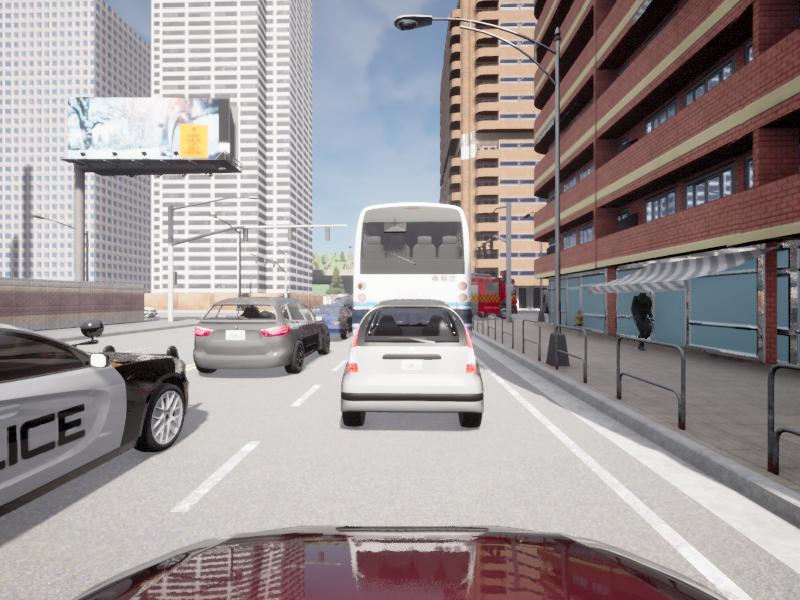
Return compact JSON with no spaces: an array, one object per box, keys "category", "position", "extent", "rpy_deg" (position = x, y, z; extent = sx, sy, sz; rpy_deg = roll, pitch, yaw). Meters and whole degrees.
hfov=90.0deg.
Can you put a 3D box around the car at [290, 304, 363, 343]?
[{"category":"car","position":[-2.979,0.895,17.527],"extent":[2.033,1.411,5.357],"rpy_deg":[0,0,2]}]

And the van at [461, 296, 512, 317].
[{"category":"van","position":[8.010,0.598,37.506],"extent":[4.442,1.987,1.775],"rpy_deg":[0,0,2]}]

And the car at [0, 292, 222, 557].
[{"category":"car","position":[-3.426,0.771,2.773],"extent":[1.930,1.638,5.238],"rpy_deg":[0,0,2]}]

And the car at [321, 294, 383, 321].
[{"category":"car","position":[-3.855,0.568,33.290],"extent":[2.150,2.045,5.566],"rpy_deg":[0,0,32]}]

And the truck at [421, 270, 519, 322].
[{"category":"truck","position":[5.943,-0.321,33.007],"extent":[8.468,3.827,2.891],"rpy_deg":[0,0,-36]}]

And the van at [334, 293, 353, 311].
[{"category":"van","position":[-8.660,0.322,61.725],"extent":[1.988,2.561,5.915],"rpy_deg":[0,0,2]}]

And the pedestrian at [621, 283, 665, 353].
[{"category":"pedestrian","position":[6.691,0.485,11.031],"extent":[0.751,1.860,0.751],"rpy_deg":[0,0,-3]}]

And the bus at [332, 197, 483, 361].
[{"category":"bus","position":[0.342,-0.534,15.571],"extent":[3.944,4.253,10.273],"rpy_deg":[0,0,2]}]

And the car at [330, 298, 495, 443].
[{"category":"car","position":[0.191,0.788,6.481],"extent":[1.851,1.617,3.988],"rpy_deg":[0,0,2]}]

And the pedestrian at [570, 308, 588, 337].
[{"category":"pedestrian","position":[6.998,0.882,15.667],"extent":[0.500,1.100,0.500],"rpy_deg":[0,0,2]}]

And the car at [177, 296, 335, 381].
[{"category":"car","position":[-3.202,0.756,10.151],"extent":[2.242,1.667,4.611],"rpy_deg":[0,0,2]}]
